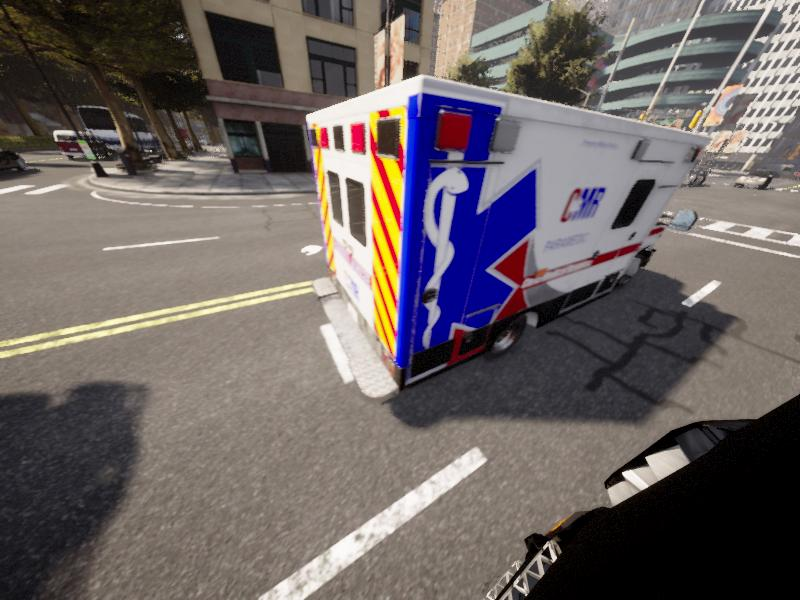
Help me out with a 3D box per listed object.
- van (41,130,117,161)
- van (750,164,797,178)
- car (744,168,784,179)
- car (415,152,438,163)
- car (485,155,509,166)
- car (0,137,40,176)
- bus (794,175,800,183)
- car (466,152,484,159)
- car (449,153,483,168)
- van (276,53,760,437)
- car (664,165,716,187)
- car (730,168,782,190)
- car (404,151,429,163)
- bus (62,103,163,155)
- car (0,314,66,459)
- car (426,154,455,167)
[{"bbox_3d":[-28.183,-13.791,20.597,2.069,2.038,4.480,-16,38,-26],"label":"van"},{"bbox_3d":[88.786,-30.854,55.089,1.988,2.561,5.915,10,34,10],"label":"van"},{"bbox_3d":[84.399,-29.396,53.671,2.152,1.651,5.027,12,35,13],"label":"car"},{"bbox_3d":[4.890,-26.490,42.936,1.994,1.385,4.181,-16,38,-26],"label":"car"},{"bbox_3d":[18.122,-26.074,43.220,1.845,1.501,3.633,-16,38,-26],"label":"car"},{"bbox_3d":[-21.880,-7.287,11.682,1.930,1.638,5.238,-17,39,-27],"label":"car"},{"bbox_3d":[72.231,-21.818,38.672,10.273,4.253,3.944,-22,41,-33],"label":"bus"},{"bbox_3d":[22.510,-43.380,69.466,2.161,1.482,4.786,-16,38,-26],"label":"car"},{"bbox_3d":[9.997,-21.443,35.482,2.242,1.667,4.611,-15,38,-25],"label":"car"},{"bbox_3d":[1.999,-1.125,3.610,6.366,2.431,2.351,-15,38,-25],"label":"van"},{"bbox_3d":[30.994,-13.283,24.700,4.605,1.855,1.932,-15,38,-26],"label":"car"},{"bbox_3d":[39.056,-13.269,25.323,4.605,1.855,1.932,-15,38,-26],"label":"car"},{"bbox_3d":[2.756,-24.801,40.085,2.007,1.525,4.514,-15,38,-26],"label":"car"},{"bbox_3d":[-34.088,-20.604,28.373,3.944,4.253,10.273,-16,38,-26],"label":"bus"},{"bbox_3d":[-5.084,1.036,0.292,4.605,1.855,1.932,-15,38,-25],"label":"car"},{"bbox_3d":[6.064,-21.453,35.388,1.812,1.442,4.674,-15,38,-25],"label":"car"}]
